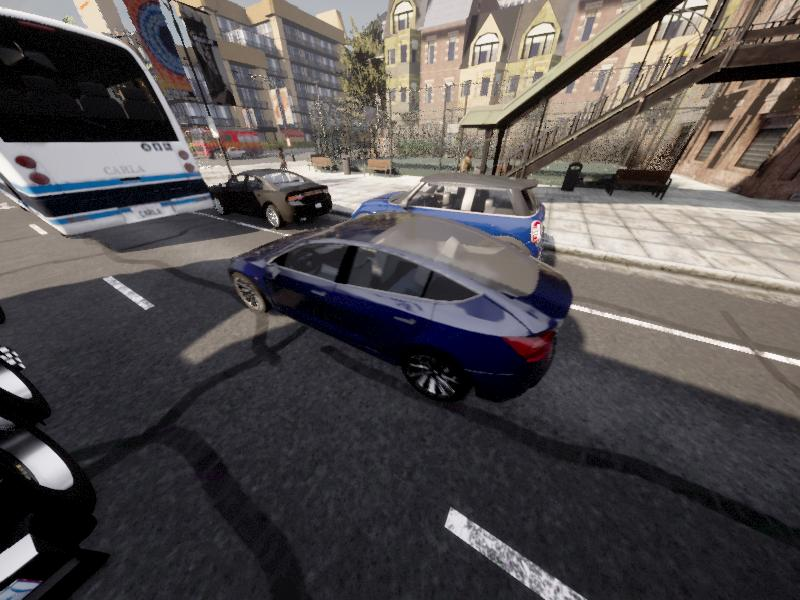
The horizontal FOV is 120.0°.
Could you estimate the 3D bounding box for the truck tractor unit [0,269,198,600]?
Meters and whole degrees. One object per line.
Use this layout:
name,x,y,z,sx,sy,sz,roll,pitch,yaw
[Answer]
truck tractor unit,-5.118,-0.293,0.772,6.516,4.208,3.053,18,39,24

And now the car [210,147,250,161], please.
car,-23.335,-20.160,31.860,1.970,1.475,3.806,18,39,24

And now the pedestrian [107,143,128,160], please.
pedestrian,-36.910,-19.372,30.171,0.751,1.860,0.751,6,35,9

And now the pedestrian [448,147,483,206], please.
pedestrian,2.487,-4.722,8.844,0.751,1.860,0.751,26,43,32

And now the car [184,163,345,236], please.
car,-4.669,-3.726,8.051,5.008,1.535,2.097,18,39,24

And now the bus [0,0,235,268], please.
bus,-11.051,-4.890,7.390,10.273,4.253,3.944,18,39,25

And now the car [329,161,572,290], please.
car,0.969,-2.087,5.437,4.553,1.767,2.185,18,39,24

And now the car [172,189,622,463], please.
car,-0.442,-0.419,3.316,4.792,1.488,2.163,18,39,24

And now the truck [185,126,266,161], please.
truck,-25.276,-23.222,34.221,2.891,3.827,8.468,18,39,24

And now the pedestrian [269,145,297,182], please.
pedestrian,-7.079,-8.303,14.056,0.751,1.860,0.751,8,36,12
